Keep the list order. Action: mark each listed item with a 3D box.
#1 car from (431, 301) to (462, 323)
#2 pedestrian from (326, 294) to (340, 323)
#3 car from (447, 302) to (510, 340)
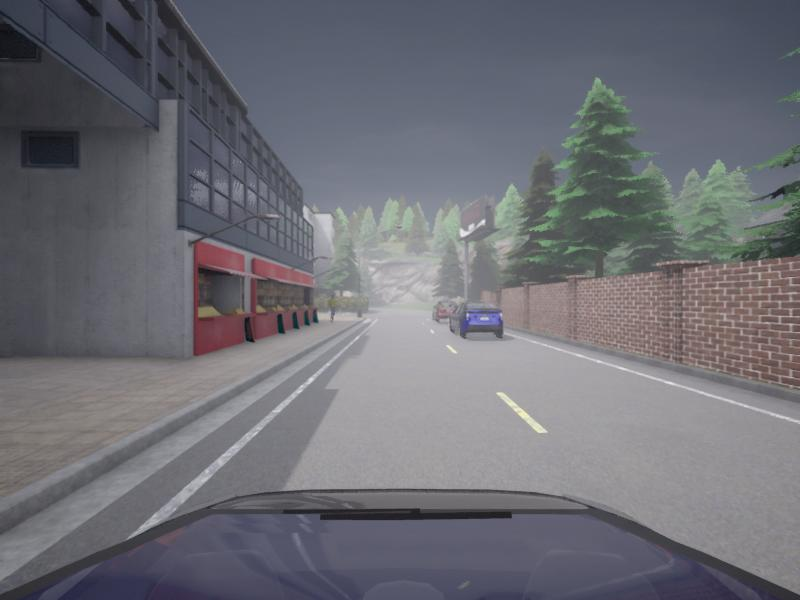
[{"bbox_3d":[3.363,0.858,29.390,1.789,1.549,3.705,0,0,0],"label":"car"},{"bbox_3d":[-4.338,0.527,25.702,0.751,1.860,0.751,0,0,-22],"label":"pedestrian"},{"bbox_3d":[3.414,0.859,18.327,2.007,1.525,4.514,0,0,0],"label":"car"}]
